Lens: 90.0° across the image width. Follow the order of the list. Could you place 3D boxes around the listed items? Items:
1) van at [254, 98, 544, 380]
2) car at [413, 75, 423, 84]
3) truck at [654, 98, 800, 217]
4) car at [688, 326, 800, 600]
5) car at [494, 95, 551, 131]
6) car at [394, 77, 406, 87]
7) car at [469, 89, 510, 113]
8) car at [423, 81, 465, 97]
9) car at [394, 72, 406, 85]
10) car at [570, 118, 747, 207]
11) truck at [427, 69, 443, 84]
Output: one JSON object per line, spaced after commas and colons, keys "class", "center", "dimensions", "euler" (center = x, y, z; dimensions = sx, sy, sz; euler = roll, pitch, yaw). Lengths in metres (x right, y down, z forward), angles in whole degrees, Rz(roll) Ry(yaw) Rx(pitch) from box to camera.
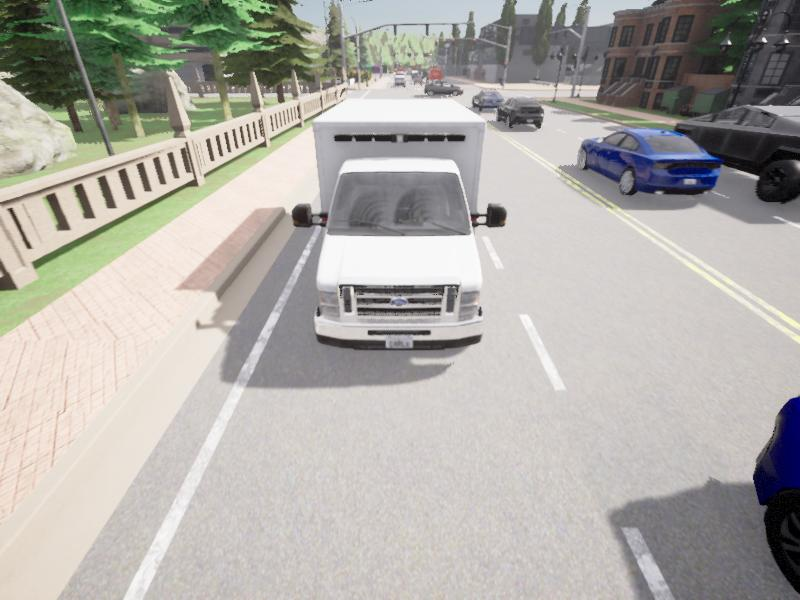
{"class": "van", "center": [-0.010, -1.762, 6.612], "dimensions": [2.351, 2.431, 6.366], "euler": [0, 30, 0]}
{"class": "car", "center": [3.465, -42.638, 77.383], "dimensions": [1.845, 1.501, 3.633], "euler": [0, 30, 0]}
{"class": "truck", "center": [10.491, -4.355, 11.376], "dimensions": [2.390, 2.098, 6.274], "euler": [0, 30, 0]}
{"class": "car", "center": [3.496, 1.969, 1.123], "dimensions": [2.007, 1.525, 4.514], "euler": [0, 30, 0]}
{"class": "car", "center": [6.985, -11.053, 23.430], "dimensions": [1.837, 1.490, 4.892], "euler": [0, 30, 0]}
{"class": "car", "center": [-0.032, -36.958, 67.826], "dimensions": [2.033, 1.411, 5.357], "euler": [0, 30, 0]}
{"class": "car", "center": [6.985, -15.856, 31.746], "dimensions": [2.033, 1.411, 5.357], "euler": [0, 30, 0]}
{"class": "car", "center": [4.967, -24.051, 45.633], "dimensions": [4.514, 1.525, 2.007], "euler": [1, 30, 2]}
{"class": "car", "center": [-0.034, -43.200, 77.877], "dimensions": [2.150, 2.045, 5.566], "euler": [0, 30, 0]}
{"class": "car", "center": [6.990, -4.219, 11.699], "dimensions": [1.882, 1.535, 5.008], "euler": [0, 30, 0]}
{"class": "truck", "center": [7.020, -44.778, 80.149], "dimensions": [2.627, 2.467, 5.204], "euler": [0, 30, 0]}
